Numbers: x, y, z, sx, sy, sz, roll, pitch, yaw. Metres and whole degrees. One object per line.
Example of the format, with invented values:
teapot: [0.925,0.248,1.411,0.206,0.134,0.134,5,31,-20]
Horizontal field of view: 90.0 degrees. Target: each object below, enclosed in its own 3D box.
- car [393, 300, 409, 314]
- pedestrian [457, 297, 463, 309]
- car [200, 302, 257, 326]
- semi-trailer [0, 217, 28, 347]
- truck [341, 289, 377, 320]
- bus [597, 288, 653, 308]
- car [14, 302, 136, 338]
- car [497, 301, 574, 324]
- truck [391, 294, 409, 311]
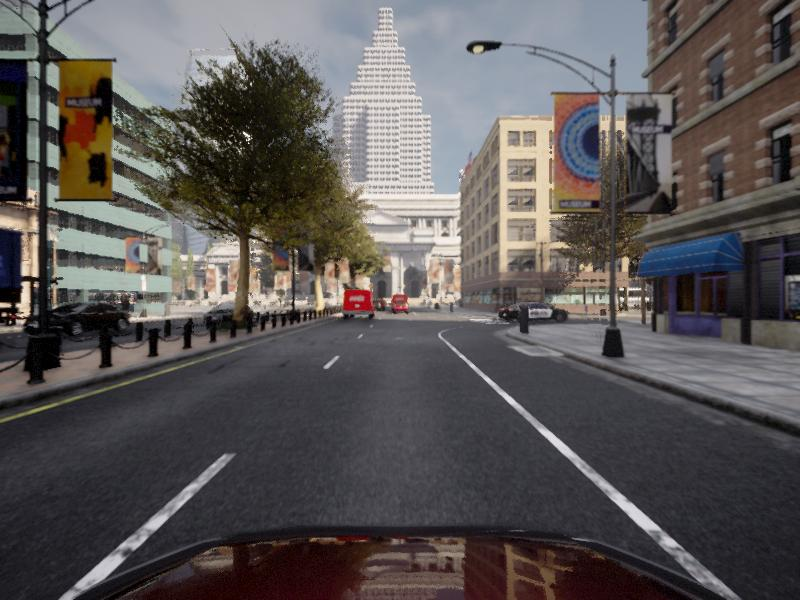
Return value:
car: [0.055,0.806,47.720,1.851,1.617,3.988,0,0,-1]
pedestrian: [9.850,0.509,65.709,0.751,1.860,0.751,0,0,-3]
car: [-11.525,0.880,27.242,1.812,1.442,4.674,0,0,0]
semi-trailer: [-14.977,-0.614,7.482,2.717,4.402,14.254,0,0,0]
truck: [-3.496,0.370,35.157,2.627,2.467,5.204,0,0,0]
bus: [49.480,-0.506,88.264,10.273,4.253,3.944,0,0,0]
car: [-15.000,0.853,18.925,1.837,1.490,4.892,0,0,0]
car: [9.837,0.840,29.113,4.974,1.542,2.038,0,0,-15]
truck: [-0.002,0.378,59.072,2.627,2.467,5.204,0,0,0]
